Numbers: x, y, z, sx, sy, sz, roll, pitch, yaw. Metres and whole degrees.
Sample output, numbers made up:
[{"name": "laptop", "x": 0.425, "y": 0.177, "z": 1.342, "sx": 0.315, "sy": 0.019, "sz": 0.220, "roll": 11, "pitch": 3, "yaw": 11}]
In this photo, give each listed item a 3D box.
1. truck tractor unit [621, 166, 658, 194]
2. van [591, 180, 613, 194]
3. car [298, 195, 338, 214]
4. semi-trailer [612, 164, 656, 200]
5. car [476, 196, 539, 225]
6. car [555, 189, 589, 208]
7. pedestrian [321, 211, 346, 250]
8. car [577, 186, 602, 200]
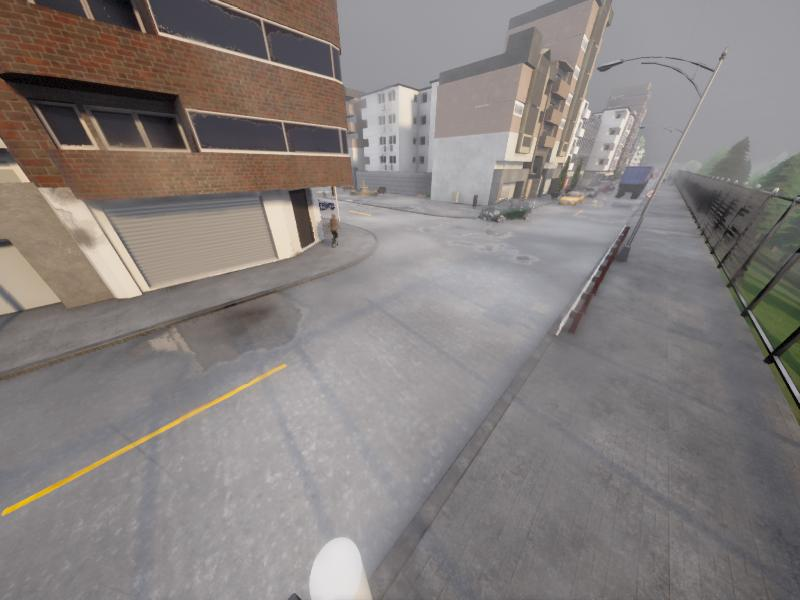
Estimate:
[{"name": "truck tractor unit", "x": 43.562, "y": -21.989, "z": 42.065, "sx": 6.516, "sy": 4.208, "sz": 3.053, "roll": -27, "pitch": 39, "yaw": -38}, {"name": "van", "x": 35.710, "y": -19.928, "z": 40.746, "sx": 1.775, "sy": 1.987, "sz": 4.442, "roll": 27, "pitch": 39, "yaw": 38}, {"name": "car", "x": -8.887, "y": -10.433, "z": 24.989, "sx": 4.718, "sy": 1.301, "sz": 1.895, "roll": 27, "pitch": 39, "yaw": 38}, {"name": "semi-trailer", "x": 37.954, "y": -19.275, "z": 37.174, "sx": 14.254, "sy": 4.402, "sz": 2.717, "roll": -27, "pitch": 39, "yaw": -38}, {"name": "car", "x": 9.183, "y": -7.765, "z": 19.868, "sx": 4.553, "sy": 1.767, "sz": 2.097, "roll": -12, "pitch": 32, "yaw": -20}, {"name": "car", "x": 20.969, "y": -12.385, "z": 28.083, "sx": 1.801, "sy": 1.575, "sz": 5.366, "roll": 27, "pitch": 39, "yaw": 38}, {"name": "pedestrian", "x": -3.625, "y": -3.845, "z": 12.740, "sx": 0.751, "sy": 1.860, "sz": 0.751, "roll": 12, "pitch": 32, "yaw": 20}, {"name": "car", "x": 28.209, "y": -15.958, "z": 34.378, "sx": 3.806, "sy": 1.475, "sz": 1.970, "roll": -27, "pitch": 39, "yaw": -38}]
